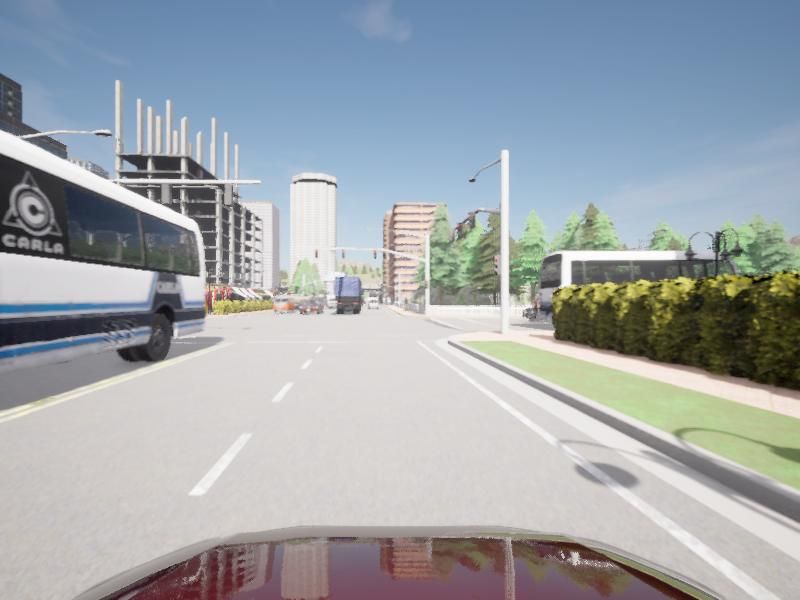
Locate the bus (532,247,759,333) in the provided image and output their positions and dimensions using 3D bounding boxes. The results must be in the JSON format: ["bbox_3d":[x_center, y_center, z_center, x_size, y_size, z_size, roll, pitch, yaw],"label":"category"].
[{"bbox_3d":[13.177,-0.526,22.248,10.273,4.253,3.944,0,0,-3],"label":"bus"}]

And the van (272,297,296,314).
[{"bbox_3d":[-13.510,0.608,46.651,1.775,1.987,4.442,0,0,-4],"label":"van"}]

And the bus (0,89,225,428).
[{"bbox_3d":[-7.265,-0.534,7.905,3.944,4.253,10.273,0,0,-5],"label":"bus"}]

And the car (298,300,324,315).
[{"bbox_3d":[-9.876,0.791,44.827,2.152,1.651,5.027,0,0,-4],"label":"car"}]

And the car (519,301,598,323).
[{"bbox_3d":[11.392,0.841,29.055,4.902,1.511,2.128,0,0,-2],"label":"car"}]

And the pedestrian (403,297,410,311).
[{"bbox_3d":[0.783,0.497,50.098,0.751,1.860,0.751,0,0,-4],"label":"pedestrian"}]

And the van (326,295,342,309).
[{"bbox_3d":[-11.734,0.393,71.714,2.351,2.431,6.366,0,0,-4],"label":"van"}]

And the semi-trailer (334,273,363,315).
[{"bbox_3d":[-6.084,-0.606,49.268,2.717,4.402,14.254,0,0,-4],"label":"semi-trailer"}]

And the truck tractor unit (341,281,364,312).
[{"bbox_3d":[-6.674,-0.512,57.155,3.053,4.208,6.516,0,0,-5],"label":"truck tractor unit"}]
